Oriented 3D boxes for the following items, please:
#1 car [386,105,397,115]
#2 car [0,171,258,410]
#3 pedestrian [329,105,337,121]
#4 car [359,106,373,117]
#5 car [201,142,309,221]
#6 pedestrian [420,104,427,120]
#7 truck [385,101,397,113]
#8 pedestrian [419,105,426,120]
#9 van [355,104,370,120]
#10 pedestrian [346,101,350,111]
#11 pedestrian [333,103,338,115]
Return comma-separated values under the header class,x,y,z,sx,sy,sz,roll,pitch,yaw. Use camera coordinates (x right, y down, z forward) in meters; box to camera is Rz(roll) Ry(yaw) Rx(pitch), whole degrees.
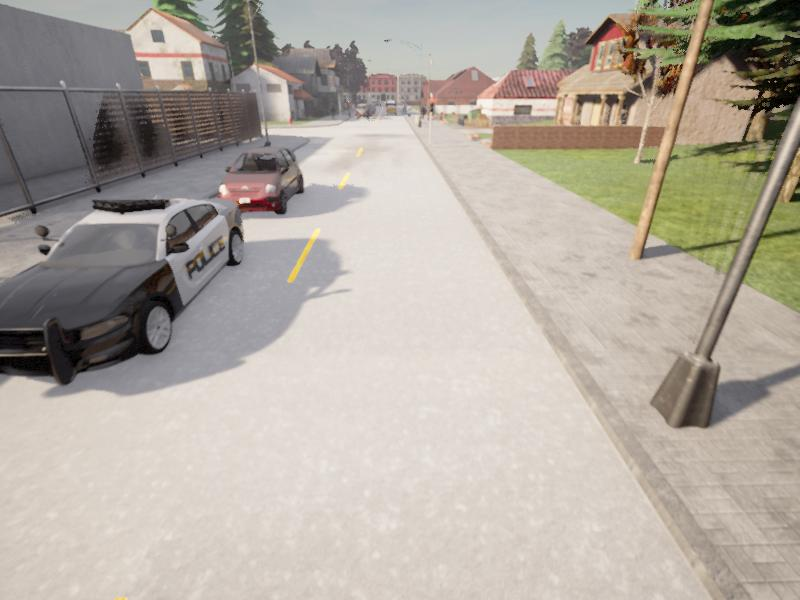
class,x,y,z,sx,sy,sz,roll,pitch,yaw
car,-1.565,-33.715,70.986,1.882,1.535,5.008,0,26,-1
car,-4.096,-0.735,6.302,1.930,1.638,5.238,-1,27,-2
pedestrian,-8.718,-24.422,52.136,0.751,1.860,0.751,3,27,5
car,-5.448,-30.728,65.139,2.007,1.525,4.514,-1,27,-1
car,-4.163,-3.765,12.271,1.851,1.617,3.988,-1,27,-1
pedestrian,3.217,-25.740,54.752,0.751,1.860,0.751,2,27,4
truck,-1.866,-40.372,83.400,2.390,2.098,6.274,0,27,-1
pedestrian,2.933,-24.811,52.932,0.751,1.860,0.751,8,28,15
van,-5.253,-26.507,56.372,1.775,1.987,4.442,-1,27,-2
pedestrian,-10.691,-39.948,82.522,0.751,1.860,0.751,-4,27,-7
pedestrian,-10.892,-32.249,67.449,0.751,1.860,0.751,-1,27,-2
